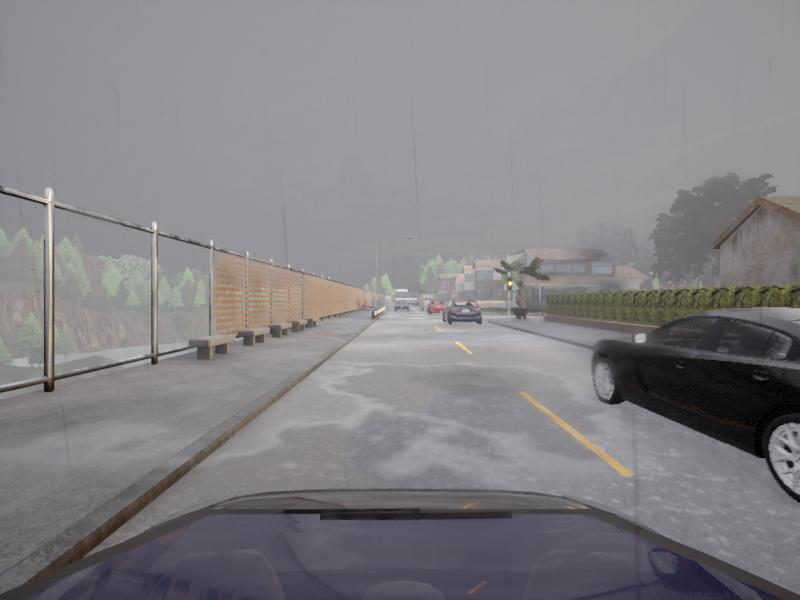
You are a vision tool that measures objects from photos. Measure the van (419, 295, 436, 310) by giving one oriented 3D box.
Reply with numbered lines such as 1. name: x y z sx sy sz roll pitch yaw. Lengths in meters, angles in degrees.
1. van: 4.333 0.378 64.261 2.351 2.431 6.366 0 0 0

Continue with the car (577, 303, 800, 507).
1. car: 4.028 0.823 4.494 1.882 1.535 5.008 0 0 0

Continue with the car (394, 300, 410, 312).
1. car: 0.314 0.781 57.989 2.152 1.651 5.027 0 0 2

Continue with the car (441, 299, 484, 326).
1. car: 4.142 0.756 27.213 2.242 1.667 4.611 0 0 0

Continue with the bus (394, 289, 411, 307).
1. bus: 0.634 -0.539 100.287 3.944 4.253 10.273 0 0 0

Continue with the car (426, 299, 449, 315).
1. car: 4.236 0.757 45.734 2.242 1.667 4.611 0 0 0
